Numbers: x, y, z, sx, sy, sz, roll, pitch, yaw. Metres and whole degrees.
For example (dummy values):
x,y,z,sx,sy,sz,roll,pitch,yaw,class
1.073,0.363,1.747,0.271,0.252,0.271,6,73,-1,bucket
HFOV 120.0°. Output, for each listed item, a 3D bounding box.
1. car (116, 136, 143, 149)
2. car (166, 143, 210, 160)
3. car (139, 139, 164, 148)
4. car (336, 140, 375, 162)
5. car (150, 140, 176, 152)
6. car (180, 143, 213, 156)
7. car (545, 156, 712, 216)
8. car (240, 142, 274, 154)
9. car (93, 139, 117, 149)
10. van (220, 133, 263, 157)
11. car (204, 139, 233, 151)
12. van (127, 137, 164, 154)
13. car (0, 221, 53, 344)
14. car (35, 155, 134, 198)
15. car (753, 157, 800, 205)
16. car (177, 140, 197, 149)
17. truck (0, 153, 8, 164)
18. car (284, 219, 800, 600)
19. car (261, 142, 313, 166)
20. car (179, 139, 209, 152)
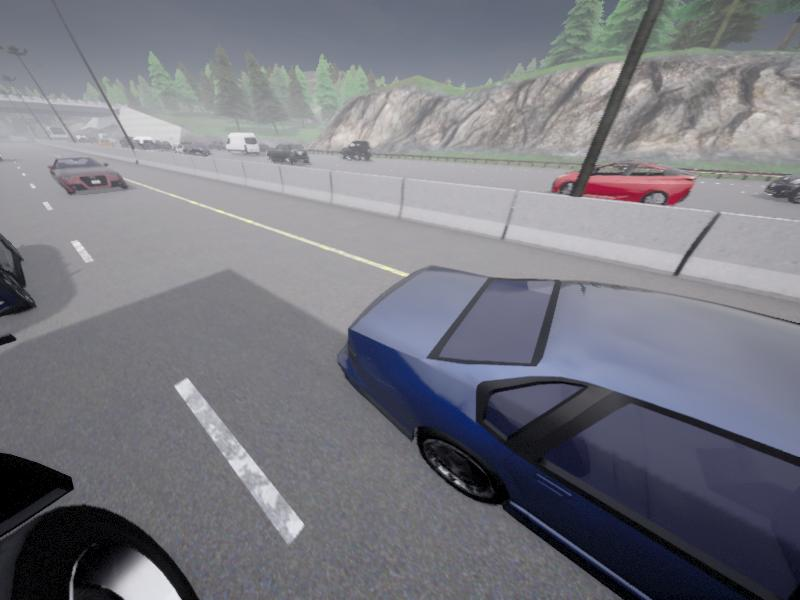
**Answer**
x,y,z,sx,sy,sz,roll,pitch,yaw,class
-57.088,-33.292,48.730,5.566,2.045,2.150,22,41,28,car
-24.849,-17.470,27.075,4.974,1.542,2.038,22,41,28,car
-55.151,-34.791,51.241,5.027,1.651,2.152,22,41,28,car
-5.001,-16.909,26.168,3.866,1.878,1.905,22,41,28,car
-40.564,-26.351,39.486,3.705,1.549,1.789,22,41,28,car
-29.082,-21.592,33.018,4.181,1.385,1.994,22,41,28,car
9.141,-4.990,9.738,4.514,1.525,2.007,30,45,35,car
-22.354,-23.829,36.129,4.902,1.511,2.128,22,41,28,car
-60.241,-31.924,47.166,5.366,1.575,1.801,22,41,28,car
-22.128,-21.702,32.226,5.915,2.561,1.988,22,41,28,van
-33.088,-28.274,42.184,4.611,1.667,2.242,22,41,28,car
-37.657,-22.901,34.206,4.480,2.038,2.069,22,41,28,van
-7.611,-0.633,3.315,4.856,1.649,2.033,22,41,28,car
-15.430,-6.170,11.307,4.181,1.385,1.994,22,41,28,car
18.501,-4.708,9.360,3.988,1.617,1.851,23,41,28,car
-45.323,-33.208,49.176,3.633,1.501,1.845,22,41,28,car
-39.985,-14.174,21.450,5.204,2.467,2.627,22,41,28,truck
1.990,0.926,1.403,5.357,1.411,2.033,22,41,28,car
-11.094,-14.428,22.679,4.553,1.767,2.097,22,41,28,car
-35.985,-26.995,40.342,4.611,1.667,2.242,22,41,28,car
